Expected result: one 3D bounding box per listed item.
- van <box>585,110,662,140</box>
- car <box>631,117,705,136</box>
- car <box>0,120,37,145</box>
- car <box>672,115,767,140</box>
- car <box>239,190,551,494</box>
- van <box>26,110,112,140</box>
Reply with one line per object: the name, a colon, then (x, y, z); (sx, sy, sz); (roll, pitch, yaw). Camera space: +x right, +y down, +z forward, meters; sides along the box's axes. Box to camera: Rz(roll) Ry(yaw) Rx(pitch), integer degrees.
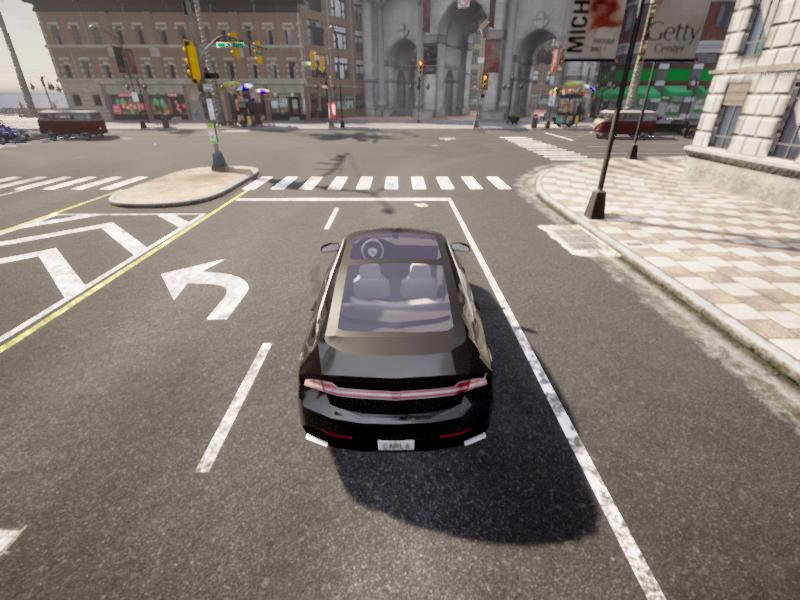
van: (16.875, -13.347, 30.431); (4.442, 1.987, 1.775); (0, 27, 0)
car: (22.498, -14.640, 33.700); (4.718, 1.301, 1.895); (0, 27, 1)
car: (-28.227, -11.475, 27.380); (4.674, 1.442, 1.812); (0, 27, 0)
car: (24.196, -13.192, 30.503); (5.238, 1.638, 1.930); (0, 27, 0)
car: (-0.056, -0.146, 5.248); (2.128, 1.511, 4.902); (0, 27, -1)
van: (-25.003, -13.318, 30.376); (4.442, 1.987, 1.775); (0, 27, 0)
